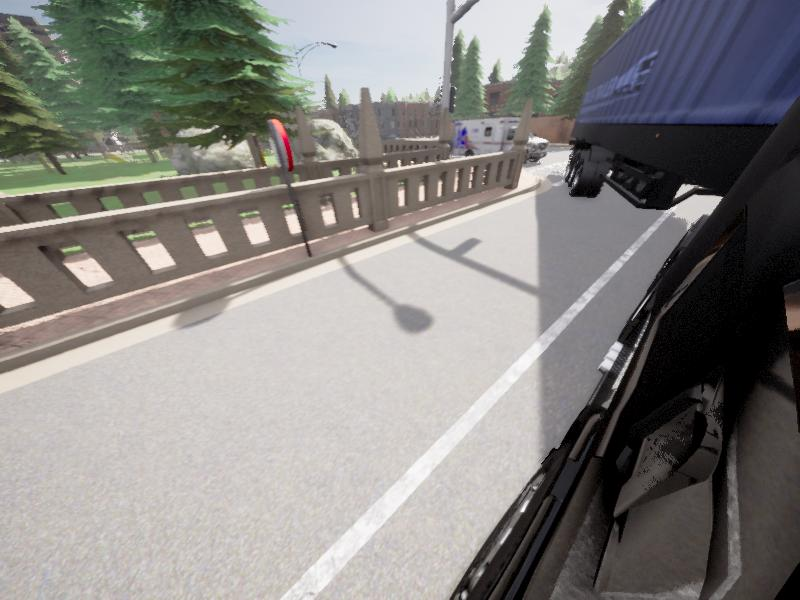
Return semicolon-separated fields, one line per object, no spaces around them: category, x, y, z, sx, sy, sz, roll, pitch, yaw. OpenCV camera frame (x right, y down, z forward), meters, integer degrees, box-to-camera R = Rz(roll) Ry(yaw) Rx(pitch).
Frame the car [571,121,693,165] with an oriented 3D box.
car;13.545;-9.399;13.828;1.932;1.855;4.605;-32;45;-33

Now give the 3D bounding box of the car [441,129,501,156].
car;6.213;-14.160;20.773;2.097;1.767;4.553;-28;43;-29

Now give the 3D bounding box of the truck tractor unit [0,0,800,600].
truck tractor unit;2.645;-0.295;0.351;6.516;4.208;3.053;-28;44;-30

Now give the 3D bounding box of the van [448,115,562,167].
van;6.615;-10.808;15.715;2.351;2.431;6.366;-27;43;-29

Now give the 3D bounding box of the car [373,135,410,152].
car;-1.067;-19.122;28.144;2.007;1.525;4.514;-28;43;-29

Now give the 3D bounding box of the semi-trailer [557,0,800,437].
semi-trailer;6.628;-4.492;5.550;2.717;4.402;14.254;14;40;21
